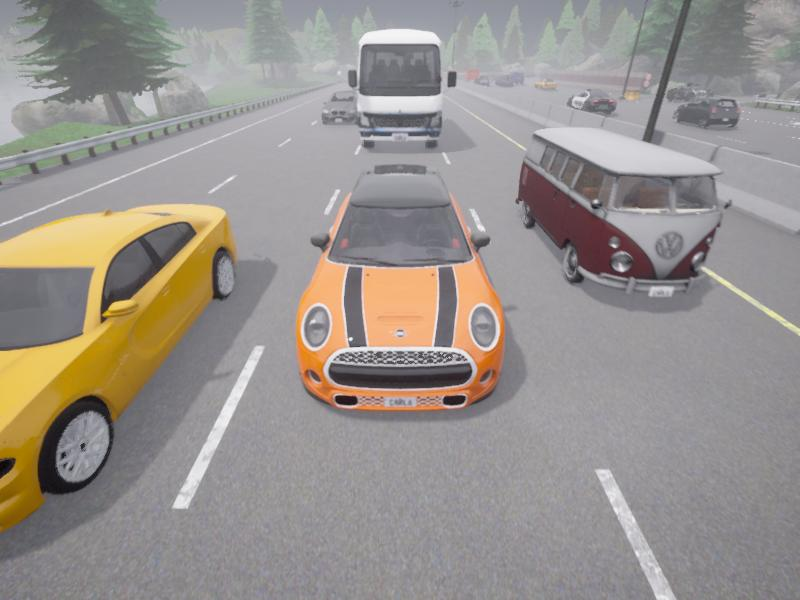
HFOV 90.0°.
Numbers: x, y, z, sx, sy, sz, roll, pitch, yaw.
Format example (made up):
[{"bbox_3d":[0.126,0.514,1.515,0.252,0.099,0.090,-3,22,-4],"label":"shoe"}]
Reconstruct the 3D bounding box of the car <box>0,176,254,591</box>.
[{"bbox_3d":[-3.496,0.012,4.445,1.882,1.535,5.008,0,31,0],"label":"car"}]

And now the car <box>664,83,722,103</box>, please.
[{"bbox_3d":[28.568,-20.211,39.002,4.974,1.542,2.038,-14,34,-23],"label":"car"}]

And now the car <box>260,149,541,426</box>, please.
[{"bbox_3d":[0.003,-0.691,5.395,2.097,1.767,4.553,0,30,0],"label":"car"}]

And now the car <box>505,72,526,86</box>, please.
[{"bbox_3d":[20.857,-40.089,72.439,2.150,2.045,5.566,0,30,0],"label":"car"}]

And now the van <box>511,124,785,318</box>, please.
[{"bbox_3d":[3.504,-1.730,6.983,1.775,1.987,4.442,0,30,0],"label":"van"}]

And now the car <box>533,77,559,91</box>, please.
[{"bbox_3d":[20.906,-31.066,57.521,1.801,1.575,5.366,0,30,0],"label":"car"}]

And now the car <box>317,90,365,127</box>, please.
[{"bbox_3d":[-3.488,-11.859,24.583,2.242,1.667,4.611,0,30,0],"label":"car"}]

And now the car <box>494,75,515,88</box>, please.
[{"bbox_3d":[17.375,-36.430,66.685,2.242,1.667,4.611,0,30,0],"label":"car"}]

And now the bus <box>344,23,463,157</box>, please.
[{"bbox_3d":[0.124,-9.963,18.797,3.944,4.253,10.273,0,30,0],"label":"bus"}]

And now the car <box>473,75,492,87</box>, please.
[{"bbox_3d":[13.873,-37.031,67.601,2.033,1.649,4.856,0,30,0],"label":"car"}]

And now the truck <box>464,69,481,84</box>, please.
[{"bbox_3d":[13.919,-43.064,77.086,2.627,2.467,5.204,2,30,4],"label":"truck"}]

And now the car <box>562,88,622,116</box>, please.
[{"bbox_3d":[13.992,-14.692,29.563,2.038,1.542,4.974,0,30,0],"label":"car"}]

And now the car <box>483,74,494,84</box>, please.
[{"bbox_3d":[17.893,-44.911,81.163,1.801,1.575,5.366,5,31,8],"label":"car"}]

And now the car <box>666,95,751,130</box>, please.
[{"bbox_3d":[17.503,-10.814,22.955,1.845,1.501,3.633,0,31,0],"label":"car"}]
